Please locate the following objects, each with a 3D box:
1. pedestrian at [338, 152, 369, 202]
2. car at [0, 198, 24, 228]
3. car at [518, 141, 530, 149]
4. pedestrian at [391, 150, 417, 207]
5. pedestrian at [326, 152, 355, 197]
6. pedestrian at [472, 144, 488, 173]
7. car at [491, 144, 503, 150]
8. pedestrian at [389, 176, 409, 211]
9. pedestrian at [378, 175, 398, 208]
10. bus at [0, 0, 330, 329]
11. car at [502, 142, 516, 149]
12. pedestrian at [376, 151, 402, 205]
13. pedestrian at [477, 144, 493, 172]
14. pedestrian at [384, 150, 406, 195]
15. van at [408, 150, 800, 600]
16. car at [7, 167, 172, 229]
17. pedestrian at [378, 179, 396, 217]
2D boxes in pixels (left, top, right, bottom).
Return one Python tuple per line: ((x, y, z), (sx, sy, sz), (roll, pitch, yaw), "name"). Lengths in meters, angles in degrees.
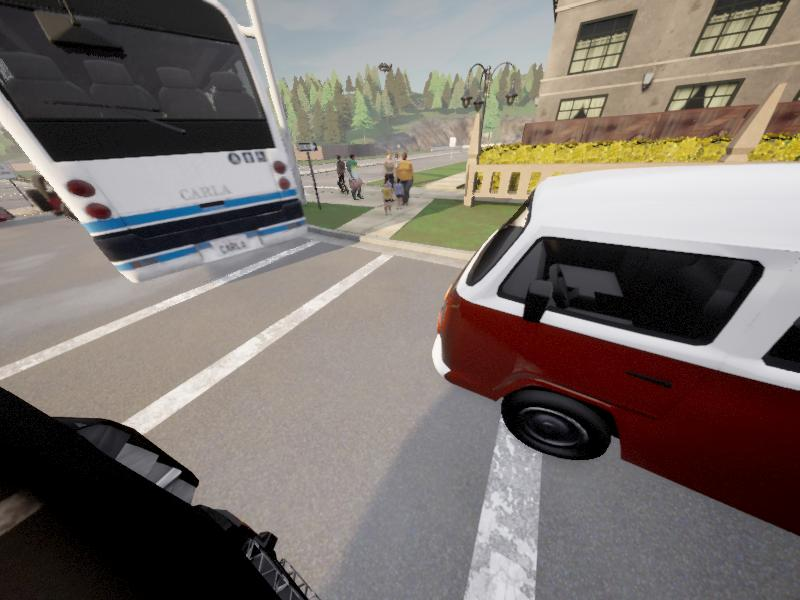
((-1.997, -5.359, 10.107), (0.751, 1.860, 0.751), (13, 37, 23), "pedestrian")
((-19.051, -3.252, 9.087), (1.994, 1.385, 4.181), (16, 38, 26), "car")
((40.720, -50.896, 75.758), (3.866, 1.878, 1.905), (-29, 41, -33), "car")
((0.195, -4.678, 8.979), (0.751, 1.860, 0.751), (9, 35, 18), "pedestrian")
((-2.944, -6.277, 11.574), (0.751, 1.860, 0.751), (17, 38, 27), "pedestrian")
((6.184, -10.957, 17.970), (0.751, 1.860, 0.751), (16, 38, 26), "pedestrian")
((32.544, -51.511, 77.668), (4.193, 1.474, 1.816), (-29, 41, -33), "car")
((-0.024, -3.967, 8.612), (0.500, 1.100, 0.500), (17, 39, 28), "pedestrian")
((-0.450, -4.291, 9.133), (0.500, 1.100, 0.500), (19, 40, 30), "pedestrian")
((-6.834, -4.082, 6.794), (3.944, 4.253, 10.273), (-30, 42, -33), "bus")
((35.930, -50.902, 76.133), (4.605, 1.855, 1.932), (-29, 41, -33), "car")
((-0.433, -4.985, 9.446), (0.751, 1.860, 0.751), (-12, 35, -13), "pedestrian")
((6.769, -11.292, 18.430), (0.751, 1.860, 0.751), (16, 38, 26), "pedestrian")
((-0.213, -6.306, 11.462), (0.751, 1.860, 0.751), (11, 36, 21), "pedestrian")
((2.532, 0.303, 1.453), (4.480, 2.038, 2.069), (16, 38, 26), "van")
((-13.726, -4.844, 10.602), (1.905, 1.878, 3.866), (16, 38, 26), "car")
((-0.437, -3.499, 7.939), (0.500, 1.100, 0.500), (-7, 34, -6), "pedestrian")
